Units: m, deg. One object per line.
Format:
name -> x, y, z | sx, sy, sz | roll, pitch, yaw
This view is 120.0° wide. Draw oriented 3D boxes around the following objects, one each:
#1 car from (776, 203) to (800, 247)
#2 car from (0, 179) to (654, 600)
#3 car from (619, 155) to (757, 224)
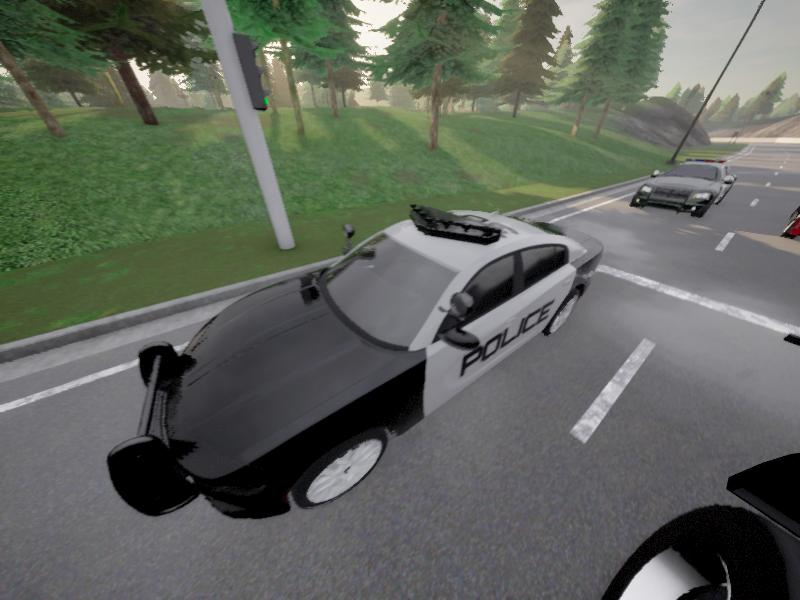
car -> 11.903, -2.229, 5.781 | 4.181, 1.385, 1.994 | -21, 40, -27
car -> 0.341, -0.126, 2.658 | 5.238, 1.638, 1.930 | -22, 41, -28
car -> 10.737, -4.315, 8.605 | 4.974, 1.542, 2.038 | -22, 41, -28
